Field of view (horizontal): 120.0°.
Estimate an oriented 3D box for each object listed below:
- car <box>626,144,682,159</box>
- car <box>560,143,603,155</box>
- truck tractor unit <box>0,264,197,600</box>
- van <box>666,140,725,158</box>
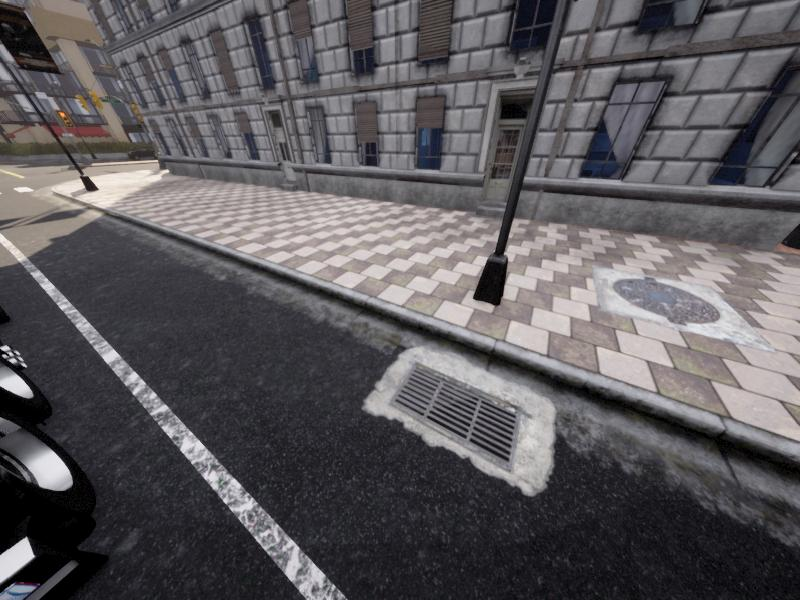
[{"bbox_3d":[34.816,-20.476,31.811,2.128,1.511,4.902,-30,44,-35],"label":"car"},{"bbox_3d":[30.367,-25.392,38.840,5.366,1.575,1.801,23,41,29],"label":"car"},{"bbox_3d":[-5.112,-0.300,0.778,6.516,4.208,3.053,18,39,24],"label":"truck tractor unit"},{"bbox_3d":[41.269,-21.243,32.451,4.442,1.987,1.775,23,41,30],"label":"van"}]
